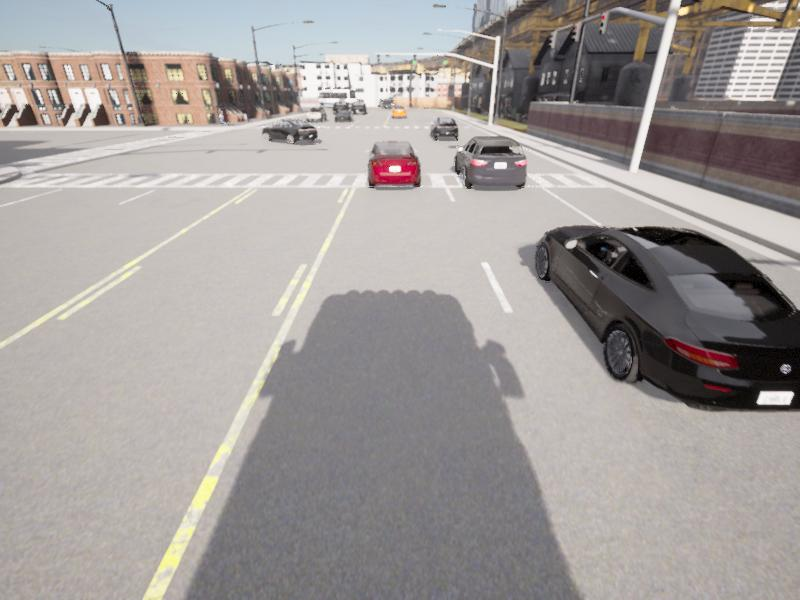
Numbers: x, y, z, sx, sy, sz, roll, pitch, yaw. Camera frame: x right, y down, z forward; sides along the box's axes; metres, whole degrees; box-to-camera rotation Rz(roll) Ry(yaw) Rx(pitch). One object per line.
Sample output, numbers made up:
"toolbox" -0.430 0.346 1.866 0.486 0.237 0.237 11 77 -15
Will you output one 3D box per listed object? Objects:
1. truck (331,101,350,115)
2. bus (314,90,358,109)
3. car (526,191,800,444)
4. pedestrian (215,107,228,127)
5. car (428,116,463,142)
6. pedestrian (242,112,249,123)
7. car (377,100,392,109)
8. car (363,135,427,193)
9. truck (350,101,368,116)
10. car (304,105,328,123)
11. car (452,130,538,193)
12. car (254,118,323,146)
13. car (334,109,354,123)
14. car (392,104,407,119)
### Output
"truck" -10.560 -34.402 71.552 2.390 2.098 6.274 0 27 0
"bus" -16.308 -51.317 102.232 10.273 4.253 3.944 13 30 24
"car" 3.452 -0.304 5.647 1.812 1.442 4.674 0 27 0
"pedestrian" -18.180 -18.670 40.757 0.751 1.860 0.751 -4 27 -8
"car" 3.448 -13.406 31.151 2.128 1.511 4.902 0 27 0
"pedestrian" -18.244 -21.624 47.362 0.500 1.100 0.500 -2 27 -3
"car" -3.780 -47.354 97.064 1.905 1.878 3.866 -20 33 -33
"car" -0.310 -5.516 15.799 2.163 1.488 4.792 -2 27 -3
"truck" -7.059 -33.074 68.944 2.390 2.098 6.274 0 27 0
"car" -10.556 -23.588 50.687 1.932 1.855 4.605 0 27 0
"car" 3.449 -5.544 15.629 2.242 1.667 4.611 0 27 0
"car" -7.961 -12.003 28.461 4.902 1.511 2.128 20 33 34
"car" -7.054 -23.277 50.623 1.994 1.385 4.181 0 27 0
"car" -0.074 -27.820 58.994 2.097 1.767 4.553 0 27 0
